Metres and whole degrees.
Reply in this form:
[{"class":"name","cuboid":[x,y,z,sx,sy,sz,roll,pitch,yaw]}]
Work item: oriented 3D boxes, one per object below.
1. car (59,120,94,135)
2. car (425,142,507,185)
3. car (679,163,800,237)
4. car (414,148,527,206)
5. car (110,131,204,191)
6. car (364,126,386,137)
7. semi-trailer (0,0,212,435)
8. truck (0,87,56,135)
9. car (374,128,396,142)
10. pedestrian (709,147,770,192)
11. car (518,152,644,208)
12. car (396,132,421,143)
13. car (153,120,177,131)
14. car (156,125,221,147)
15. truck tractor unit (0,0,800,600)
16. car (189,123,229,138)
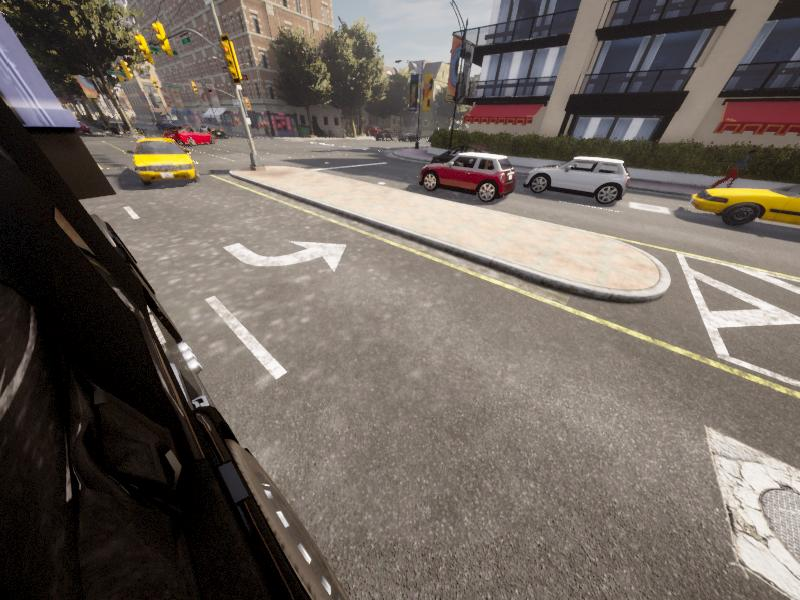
[{"class":"car","cuboid":[-39.825,-21.264,28.457,4.718,1.301,1.895,28,43,29]},{"class":"car","cuboid":[3.488,-7.614,12.738,3.705,1.549,1.789,28,43,29]},{"class":"car","cuboid":[12.686,-2.810,6.879,5.366,1.575,1.801,28,43,29]},{"class":"car","cuboid":[2.758,-5.249,9.598,3.806,1.475,1.970,28,43,29]},{"class":"car","cuboid":[-10.091,-6.113,9.853,1.801,1.575,5.366,-23,44,-31]},{"class":"car","cuboid":[-6.377,-42.507,58.322,5.566,2.045,2.150,29,44,31]},{"class":"semi-trailer","cuboid":[-9.457,-2.940,3.285,14.254,4.402,2.717,19,40,20]},{"class":"truck","cuboid":[-42.462,-20.962,25.776,8.468,3.827,2.891,28,43,29]},{"class":"car","cuboid":[-2.645,-30.167,42.200,1.905,1.878,3.866,26,43,27]},{"class":"pedestrian","cuboid":[16.854,-6.508,11.554,0.751,1.860,0.751,28,43,29]},{"class":"car","cuboid":[7.679,-5.387,10.093,3.806,1.475,1.970,28,44,30]},{"class":"car","cuboid":[1.510,-29.539,41.955,1.837,1.490,4.892,27,43,29]},{"class":"car","cuboid":[-43.428,-32.116,42.605,4.674,1.442,1.812,27,43,29]},{"class":"car","cuboid":[-20.040,-15.801,22.215,2.007,1.525,4.514,3,37,1]},{"class":"truck tractor unit","cuboid":[-2.645,-0.295,0.351,6.516,4.208,3.053,28,44,30]},{"class":"car","cuboid":[-26.601,-23.549,32.144,4.974,1.542,2.038,21,40,23]}]
